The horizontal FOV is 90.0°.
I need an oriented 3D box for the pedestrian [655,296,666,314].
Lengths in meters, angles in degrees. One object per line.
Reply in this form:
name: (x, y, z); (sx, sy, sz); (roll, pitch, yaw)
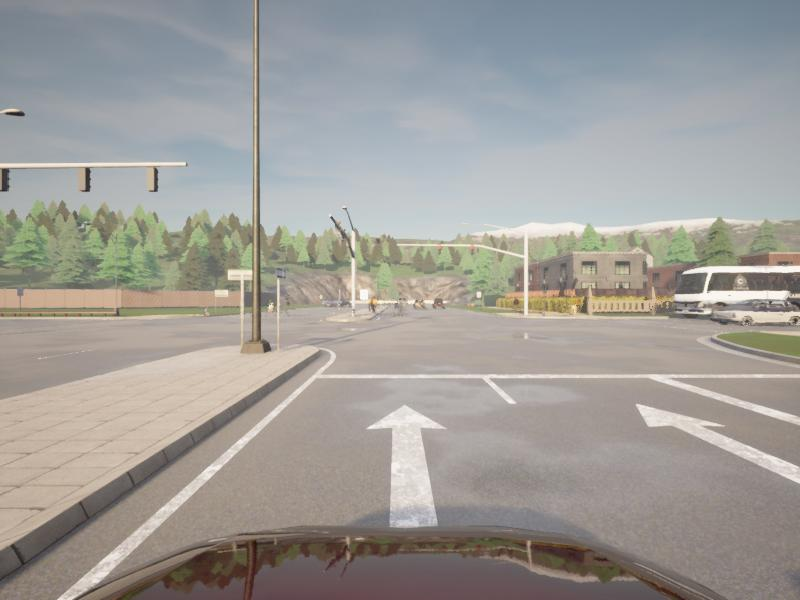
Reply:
pedestrian: (27.196, 0.485, 41.774); (0.751, 1.860, 0.751); (0, 0, 1)

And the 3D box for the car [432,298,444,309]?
car: (6.864, 0.655, 72.388); (1.905, 1.878, 3.866); (0, 0, 0)

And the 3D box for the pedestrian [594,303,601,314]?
pedestrian: (20.054, 0.865, 40.630); (0.500, 1.100, 0.500); (0, 0, -5)

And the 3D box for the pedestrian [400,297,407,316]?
pedestrian: (0.334, 0.647, 39.696); (0.751, 1.860, 0.751); (0, 0, 1)

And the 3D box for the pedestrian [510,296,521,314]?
pedestrian: (11.703, 0.485, 40.445); (0.751, 1.860, 0.751); (0, 0, -25)

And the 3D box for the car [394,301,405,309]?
car: (-0.134, 0.854, 69.695); (1.816, 1.474, 4.193); (0, 0, 0)

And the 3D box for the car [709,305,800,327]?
car: (22.131, 0.944, 24.666); (4.718, 1.301, 1.895); (0, 0, -1)

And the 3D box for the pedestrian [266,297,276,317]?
pedestrian: (-11.946, 0.637, 37.062); (0.751, 1.860, 0.751); (0, 0, 1)

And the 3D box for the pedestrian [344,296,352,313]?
pedestrian: (-5.764, 0.485, 44.633); (0.751, 1.860, 0.751); (0, 0, 5)

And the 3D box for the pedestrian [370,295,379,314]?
pedestrian: (-2.529, 0.485, 39.943); (0.751, 1.860, 0.751); (0, 0, 8)

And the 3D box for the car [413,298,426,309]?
car: (3.368, 0.654, 70.088); (1.932, 1.855, 4.605); (0, 0, 0)

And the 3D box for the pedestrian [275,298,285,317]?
pedestrian: (-11.767, 0.723, 39.160); (0.751, 1.860, 0.751); (0, 0, -3)

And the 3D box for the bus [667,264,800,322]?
bus: (27.501, -0.534, 31.611); (10.273, 4.253, 3.944); (0, 0, -1)

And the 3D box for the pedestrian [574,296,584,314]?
pedestrian: (18.782, 0.485, 41.944); (0.751, 1.860, 0.751); (0, 0, 2)

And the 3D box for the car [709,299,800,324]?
car: (24.982, 0.757, 28.201); (4.611, 1.667, 2.242); (0, 0, -1)

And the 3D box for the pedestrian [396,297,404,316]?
pedestrian: (-0.009, 0.637, 39.005); (0.751, 1.860, 0.751); (0, 0, 3)
